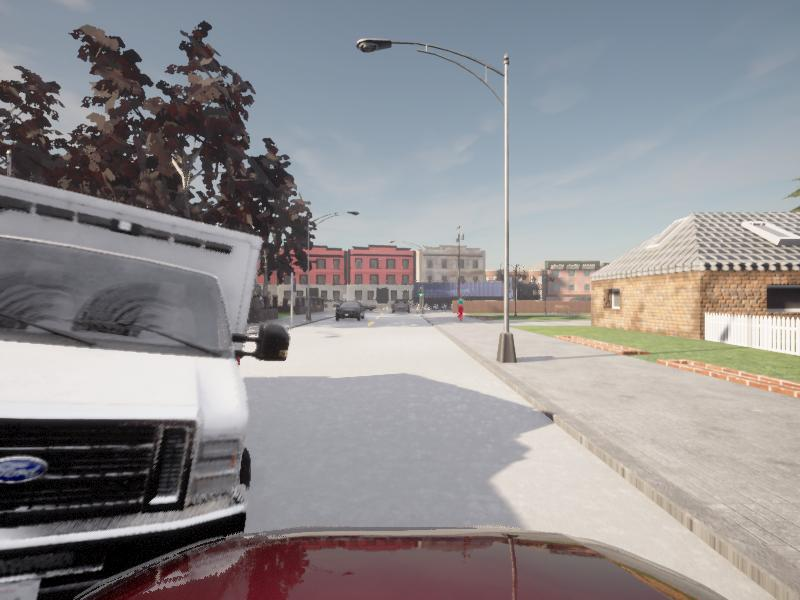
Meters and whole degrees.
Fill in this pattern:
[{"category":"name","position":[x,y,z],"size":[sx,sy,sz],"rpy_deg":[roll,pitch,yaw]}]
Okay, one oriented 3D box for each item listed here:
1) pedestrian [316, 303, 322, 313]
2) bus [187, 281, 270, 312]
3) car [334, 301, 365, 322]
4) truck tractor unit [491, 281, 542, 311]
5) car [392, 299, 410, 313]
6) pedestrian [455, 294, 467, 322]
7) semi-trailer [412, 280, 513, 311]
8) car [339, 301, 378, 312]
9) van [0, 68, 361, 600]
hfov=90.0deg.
[{"category":"pedestrian","position":[-9.214,0.914,45.459],"size":[0.500,1.100,0.500],"rpy_deg":[0,0,0]},{"category":"bus","position":[-24.884,-0.526,58.498],"size":[10.273,4.253,3.944],"rpy_deg":[-1,0,0]},{"category":"car","position":[-3.932,0.823,32.016],"size":[1.882,1.535,5.008],"rpy_deg":[0,0,0]},{"category":"truck tractor unit","position":[16.883,-0.524,58.392],"size":[6.516,4.208,3.053],"rpy_deg":[0,0,0]},{"category":"car","position":[0.189,0.758,51.959],"size":[2.242,1.667,4.611],"rpy_deg":[0,0,2]},{"category":"pedestrian","position":[4.156,0.533,27.288],"size":[0.751,1.860,0.751],"rpy_deg":[0,0,12]},{"category":"semi-trailer","position":[8.968,-0.618,58.382],"size":[14.254,4.402,2.717],"rpy_deg":[0,0,0]},{"category":"car","position":[-5.931,0.895,56.762],"size":[5.357,1.411,2.033],"rpy_deg":[0,0,28]},{"category":"van","position":[-3.014,0.374,4.220],"size":[2.351,2.431,6.366],"rpy_deg":[11,-5,-30]}]
